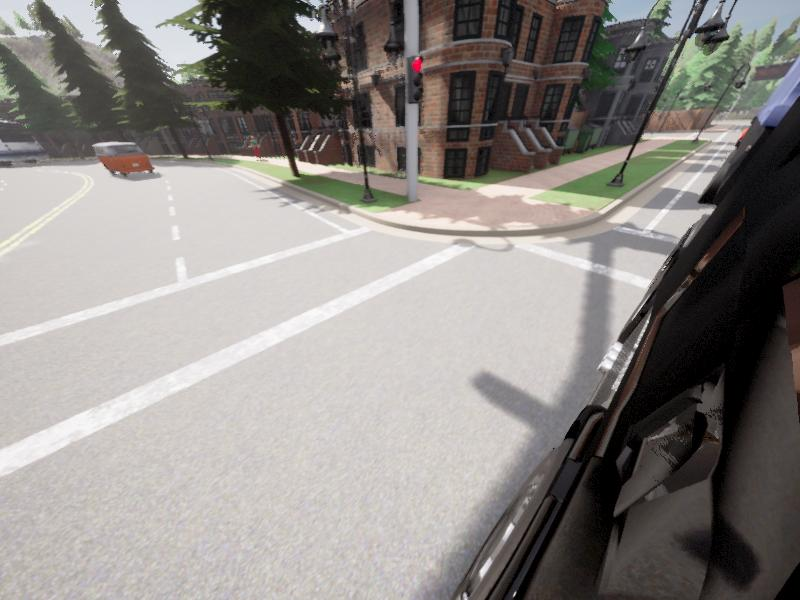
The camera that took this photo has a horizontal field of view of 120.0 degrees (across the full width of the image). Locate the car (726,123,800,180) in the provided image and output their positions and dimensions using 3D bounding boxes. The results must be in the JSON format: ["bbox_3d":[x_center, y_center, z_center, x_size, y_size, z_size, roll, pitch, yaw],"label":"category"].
[{"bbox_3d":[16.528,-6.628,10.085,5.238,1.638,1.930,-28,44,-30],"label":"car"}]

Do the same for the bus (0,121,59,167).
[{"bbox_3d":[-49.700,-18.415,27.512,10.273,4.253,3.944,0,36,3],"label":"bus"}]

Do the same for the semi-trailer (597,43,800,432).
[{"bbox_3d":[8.708,-3.601,4.214,14.254,4.402,2.717,-28,44,-30],"label":"semi-trailer"}]

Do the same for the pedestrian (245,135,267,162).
[{"bbox_3d":[-12.287,-12.928,19.704,0.751,1.860,0.751,26,45,33],"label":"pedestrian"}]

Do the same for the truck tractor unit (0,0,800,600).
[{"bbox_3d":[2.645,-0.295,0.351,6.516,4.208,3.053,-28,44,-30],"label":"truck tractor unit"}]

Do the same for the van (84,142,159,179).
[{"bbox_3d":[-19.843,-10.028,16.482,4.442,1.987,1.775,19,42,26],"label":"van"}]

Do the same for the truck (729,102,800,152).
[{"bbox_3d":[25.623,-11.810,15.740,5.204,2.467,2.627,-28,44,-30],"label":"truck"}]
